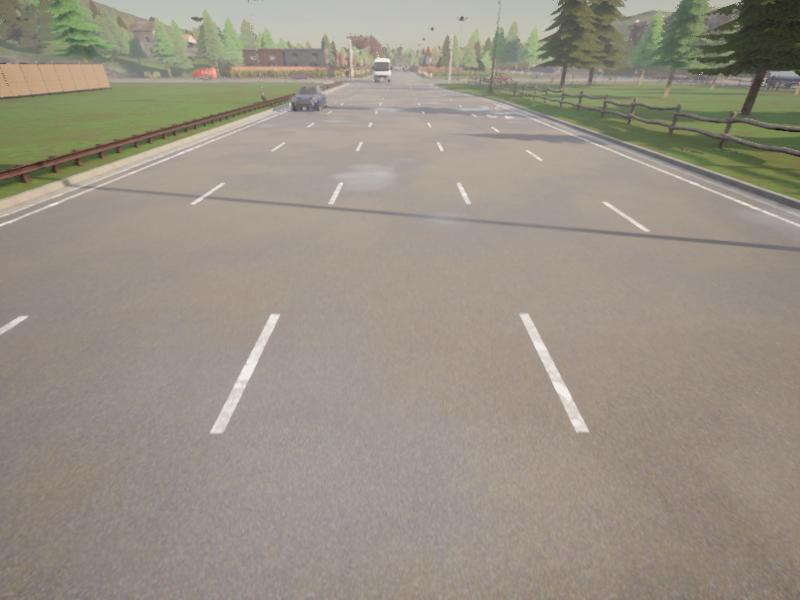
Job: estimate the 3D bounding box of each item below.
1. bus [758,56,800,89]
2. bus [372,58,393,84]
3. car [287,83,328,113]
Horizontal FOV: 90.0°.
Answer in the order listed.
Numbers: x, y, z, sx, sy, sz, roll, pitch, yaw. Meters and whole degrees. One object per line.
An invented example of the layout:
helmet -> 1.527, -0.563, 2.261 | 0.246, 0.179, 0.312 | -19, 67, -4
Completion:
bus -> 61.063, -34.351, 60.441 | 3.944, 4.253, 10.273 | 0, 30, 0
bus -> -3.435, -47.106, 82.214 | 3.944, 4.253, 10.273 | 0, 30, 0
car -> -7.016, -15.665, 30.960 | 2.097, 1.767, 4.553 | 0, 30, 0
